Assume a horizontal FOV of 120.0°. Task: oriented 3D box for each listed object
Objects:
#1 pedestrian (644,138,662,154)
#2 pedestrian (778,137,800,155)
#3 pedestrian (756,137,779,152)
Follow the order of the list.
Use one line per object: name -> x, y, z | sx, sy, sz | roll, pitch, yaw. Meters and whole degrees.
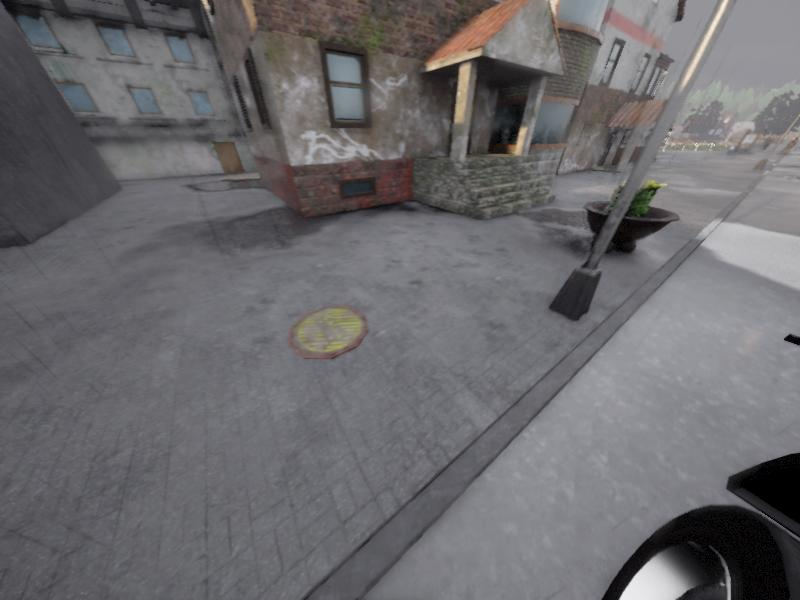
pedestrian -> 35.073, -21.365, 32.038 | 0.751, 1.860, 0.751 | 15, 38, 21
pedestrian -> 49.948, -19.713, 29.516 | 0.751, 1.860, 0.751 | -11, 36, -14
pedestrian -> 52.951, -22.397, 33.289 | 0.751, 1.860, 0.751 | 21, 40, 27
